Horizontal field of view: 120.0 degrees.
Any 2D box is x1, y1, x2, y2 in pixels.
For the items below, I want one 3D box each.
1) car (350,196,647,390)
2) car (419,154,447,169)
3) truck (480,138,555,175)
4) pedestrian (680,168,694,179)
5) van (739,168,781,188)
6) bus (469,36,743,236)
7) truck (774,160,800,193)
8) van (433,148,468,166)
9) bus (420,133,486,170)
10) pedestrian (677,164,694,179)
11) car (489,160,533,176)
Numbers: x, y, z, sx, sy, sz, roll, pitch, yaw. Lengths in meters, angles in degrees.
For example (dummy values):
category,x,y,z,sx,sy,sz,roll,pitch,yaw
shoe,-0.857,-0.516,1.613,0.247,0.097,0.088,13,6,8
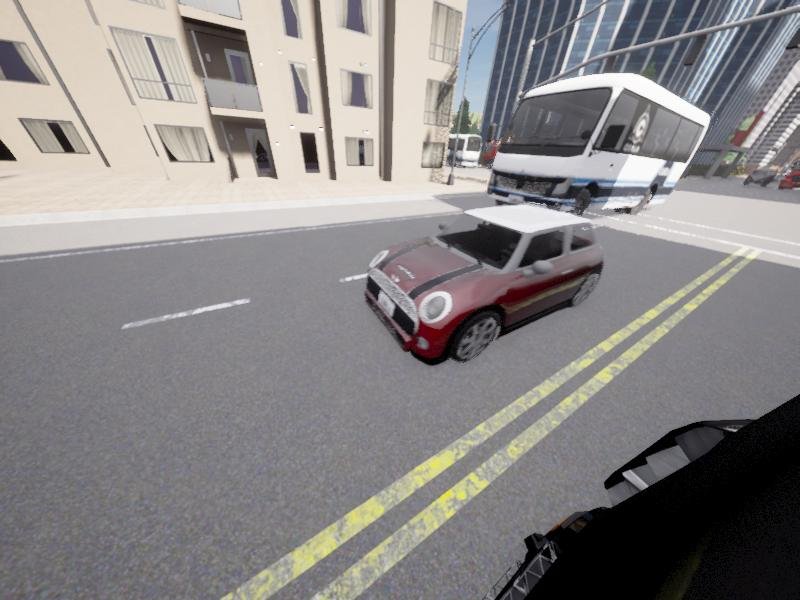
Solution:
category,x,y,z,sx,sy,sz,roll,pitch,yaw
car,1.438,-0.584,3.645,3.806,1.475,1.970,-16,38,-26
car,4.360,-18.749,31.287,1.845,1.501,3.633,-15,38,-26
truck,15.742,-19.985,32.008,2.891,3.827,8.468,-15,38,-26
pedestrian,43.582,-19.201,35.082,0.751,1.300,0.751,-20,40,-31
van,45.809,-15.514,29.392,4.442,1.987,1.775,-16,38,-26
bus,8.536,-5.864,9.715,10.273,4.253,3.944,-14,37,-27
truck,47.358,-14.477,26.284,8.468,3.827,2.891,-16,38,-26
van,8.989,-26.229,42.156,2.351,2.431,6.366,-15,38,-26
bus,7.984,-23.974,37.036,3.944,4.253,10.273,-15,39,-26
pedestrian,42.629,-19.218,34.521,0.751,1.860,0.751,-23,41,-34
car,13.913,-16.797,29.335,1.895,1.301,4.718,-15,38,-26
